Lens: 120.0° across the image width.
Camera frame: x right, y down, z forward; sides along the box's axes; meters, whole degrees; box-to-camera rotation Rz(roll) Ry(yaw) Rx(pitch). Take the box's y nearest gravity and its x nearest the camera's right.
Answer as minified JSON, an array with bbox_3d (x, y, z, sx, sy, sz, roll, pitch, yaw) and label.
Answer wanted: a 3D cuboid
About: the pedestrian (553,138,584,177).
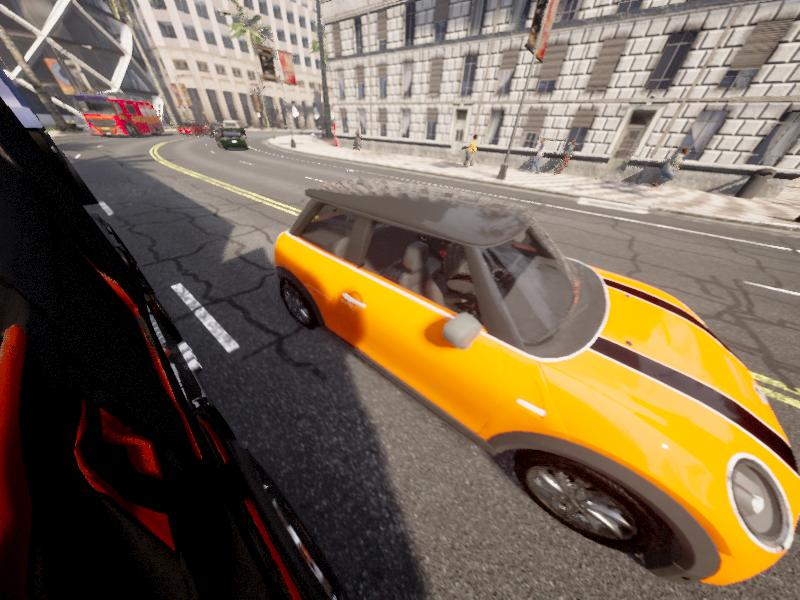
[{"bbox_3d":[9.830,-8.331,13.524,0.751,1.860,0.751,28,43,29],"label":"pedestrian"}]

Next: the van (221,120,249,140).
[{"bbox_3d":[-21.645,-22.412,30.468,1.775,1.987,4.442,-10,39,-16],"label":"van"}]

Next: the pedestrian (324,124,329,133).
[{"bbox_3d":[-19.690,-45.692,61.658,0.751,1.860,0.751,25,42,27],"label":"pedestrian"}]

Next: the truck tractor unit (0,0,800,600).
[{"bbox_3d":[-2.645,-0.295,0.351,6.516,4.208,3.053,28,44,30],"label":"truck tractor unit"}]

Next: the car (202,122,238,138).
[{"bbox_3d":[-26.280,-25.065,34.011,2.152,1.651,5.027,-5,38,-10],"label":"car"}]

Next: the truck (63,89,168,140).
[{"bbox_3d":[-31.238,-20.846,26.243,2.891,3.827,8.468,-8,38,-14],"label":"truck"}]

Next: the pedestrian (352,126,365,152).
[{"bbox_3d":[-3.857,-14.933,21.448,0.751,1.860,0.751,27,43,28],"label":"pedestrian"}]

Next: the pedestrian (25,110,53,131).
[{"bbox_3d":[-42.757,-21.256,27.404,0.751,1.860,0.751,11,38,11],"label":"pedestrian"}]

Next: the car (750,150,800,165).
[{"bbox_3d":[54.595,-20.665,33.397,1.970,1.475,3.806,-10,39,-16],"label":"car"}]

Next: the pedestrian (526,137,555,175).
[{"bbox_3d":[8.260,-8.508,13.659,0.751,1.860,0.751,26,42,27],"label":"pedestrian"}]

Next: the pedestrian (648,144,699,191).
[{"bbox_3d":[13.095,-6.366,11.113,0.751,1.860,0.751,32,46,33],"label":"pedestrian"}]

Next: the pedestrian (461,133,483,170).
[{"bbox_3d":[4.456,-9.220,14.367,0.751,1.860,0.751,23,41,25],"label":"pedestrian"}]

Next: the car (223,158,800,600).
[{"bbox_3d":[0.630,-0.185,2.443,4.553,1.767,2.097,27,43,28],"label":"car"}]

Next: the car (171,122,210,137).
[{"bbox_3d":[-29.506,-24.219,32.760,2.007,1.525,4.514,-4,37,-8],"label":"car"}]

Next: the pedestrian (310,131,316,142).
[{"bbox_3d":[-11.443,-21.567,30.434,0.500,1.100,0.500,-12,39,-18],"label":"pedestrian"}]

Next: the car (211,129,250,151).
[{"bbox_3d":[-15.363,-14.568,20.937,1.994,1.385,4.181,-23,44,-30],"label":"car"}]

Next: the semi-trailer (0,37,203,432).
[{"bbox_3d":[-8.748,-3.574,4.174,14.254,4.402,2.717,28,43,29],"label":"semi-trailer"}]
